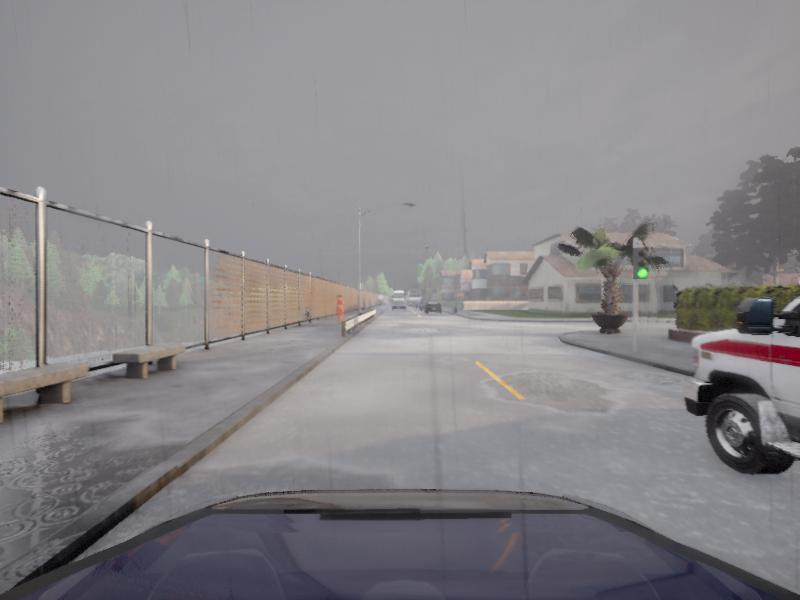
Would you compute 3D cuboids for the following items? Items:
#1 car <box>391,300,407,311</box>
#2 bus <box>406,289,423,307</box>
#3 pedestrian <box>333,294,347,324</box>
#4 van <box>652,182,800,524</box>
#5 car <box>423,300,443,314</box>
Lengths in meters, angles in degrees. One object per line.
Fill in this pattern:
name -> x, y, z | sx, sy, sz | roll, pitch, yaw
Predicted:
car -> -0.140, 0.802, 59.285 | 2.152, 1.651, 5.027 | 0, 0, 0
bus -> 3.606, -0.501, 103.787 | 3.944, 4.253, 10.273 | 0, 0, 0
pedestrian -> -3.691, 0.543, 24.512 | 0.751, 1.860, 0.751 | 0, 0, 0
van -> 4.037, 0.379, 1.333 | 2.351, 2.431, 6.366 | 0, 0, 0
car -> 3.888, 0.841, 48.113 | 1.882, 1.535, 5.008 | 0, 0, 0
